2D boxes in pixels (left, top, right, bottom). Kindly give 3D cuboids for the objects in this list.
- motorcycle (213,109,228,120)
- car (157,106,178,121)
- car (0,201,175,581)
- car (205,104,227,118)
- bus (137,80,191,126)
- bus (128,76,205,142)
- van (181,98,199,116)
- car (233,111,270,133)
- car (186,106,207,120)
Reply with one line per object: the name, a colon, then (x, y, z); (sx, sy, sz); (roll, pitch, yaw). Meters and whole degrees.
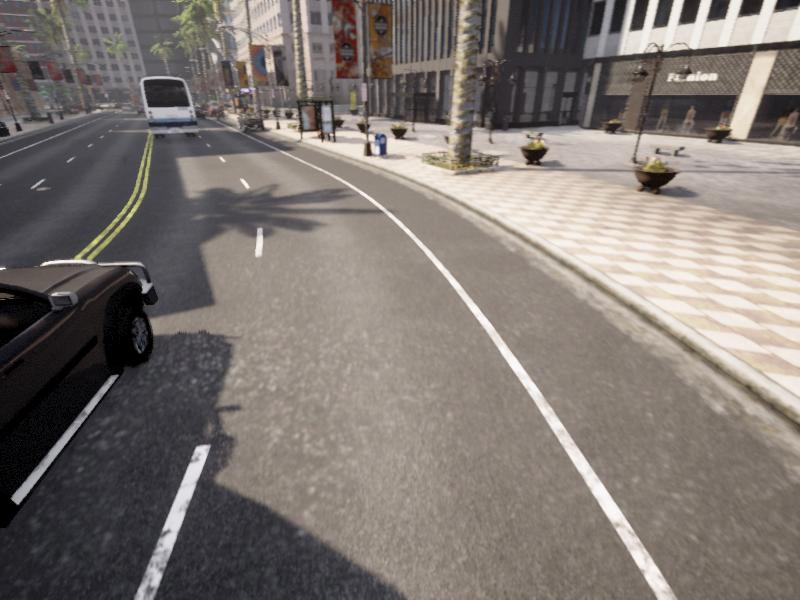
motorcycle: (-24.570, -25.487, 54.920); (0.764, 1.277, 2.356); (1, 27, 2)
car: (-33.488, -26.888, 57.569); (2.152, 1.651, 5.027); (-14, 30, -25)
car: (-3.897, 0.691, 3.227); (1.932, 1.855, 4.605); (-3, 27, -7)
car: (-27.909, -28.732, 60.624); (2.185, 1.767, 4.553); (-14, 30, -25)
bus: (-26.837, -22.401, 45.610); (3.944, 4.253, 10.273); (-14, 29, -25)
bus: (-19.313, -15.981, 33.127); (3.944, 4.253, 10.273); (-14, 31, -25)
van: (-34.747, -31.959, 66.067); (1.988, 2.561, 5.915); (-13, 30, -24)
car: (-14.056, -16.797, 37.634); (2.231, 1.521, 4.892); (-14, 30, -25)
car: (-28.081, -25.762, 55.129); (2.038, 1.542, 4.974); (-14, 30, -25)
